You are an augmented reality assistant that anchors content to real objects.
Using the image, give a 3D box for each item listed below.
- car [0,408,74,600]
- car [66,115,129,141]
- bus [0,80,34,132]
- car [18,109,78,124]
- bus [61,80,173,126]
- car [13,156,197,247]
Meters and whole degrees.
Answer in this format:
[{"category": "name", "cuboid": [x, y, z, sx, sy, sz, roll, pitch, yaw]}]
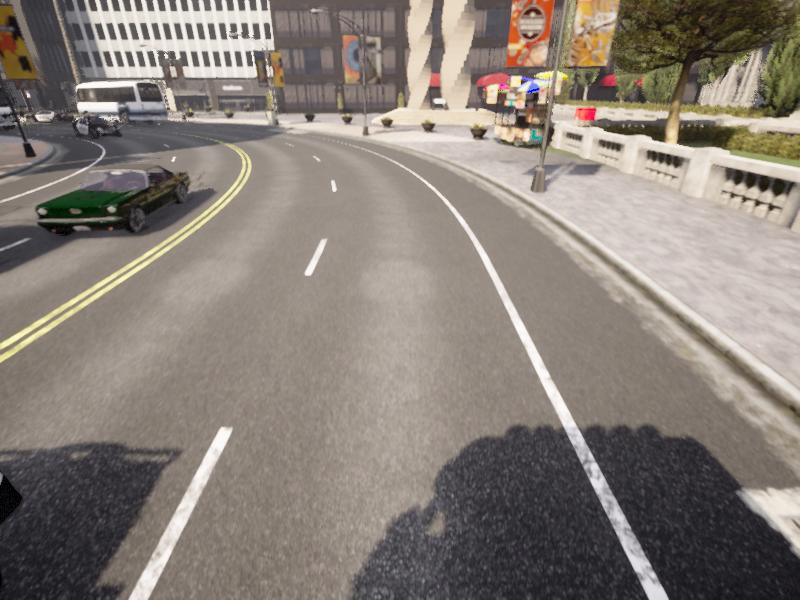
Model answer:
[{"category": "car", "cuboid": [-3.504, 2.024, 0.639, 1.932, 1.855, 4.605, 0, 27, 0]}, {"category": "car", "cuboid": [-23.777, -13.582, 31.424, 4.974, 1.542, 2.038, 19, 33, 32]}, {"category": "bus", "cuboid": [-41.386, -18.033, 37.188, 10.273, 4.253, 3.944, 2, 27, 5]}, {"category": "car", "cuboid": [-41.502, -21.664, 47.215, 4.974, 1.542, 2.038, 2, 27, 4]}, {"category": "bus", "cuboid": [-31.365, -21.873, 44.585, 10.273, 4.253, 3.944, 9, 28, 18]}, {"category": "car", "cuboid": [-7.421, -2.888, 10.836, 1.895, 1.301, 4.718, -3, 27, -6]}]
